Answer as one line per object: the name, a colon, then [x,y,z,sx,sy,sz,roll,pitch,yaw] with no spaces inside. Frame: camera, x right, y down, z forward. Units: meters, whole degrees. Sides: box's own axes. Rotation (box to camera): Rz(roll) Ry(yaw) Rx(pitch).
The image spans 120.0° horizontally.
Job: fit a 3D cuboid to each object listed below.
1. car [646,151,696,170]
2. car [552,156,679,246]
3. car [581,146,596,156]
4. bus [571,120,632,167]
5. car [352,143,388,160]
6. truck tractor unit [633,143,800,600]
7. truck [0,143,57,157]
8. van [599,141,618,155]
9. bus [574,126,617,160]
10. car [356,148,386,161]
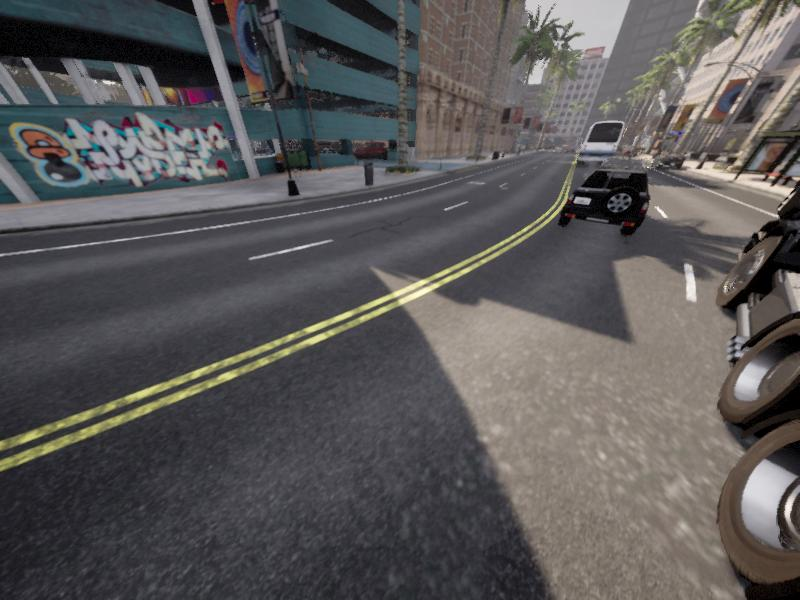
car: [28.962,-15.131,24.919,2.231,1.521,4.892,20,39,27]
car: [6.951,-3.576,7.680,1.932,1.855,4.605,25,41,31]
car: [43.661,-34.582,53.572,2.152,1.651,5.027,21,39,27]
bus: [25.277,-19.997,29.630,3.944,4.253,10.273,20,39,27]
car: [-4.393,-22.703,35.162,2.435,2.045,5.566,20,39,27]
truck tractor unit: [4.894,-0.469,1.047,6.516,4.208,3.053,-26,43,-33]
truck: [-73.341,-29.515,45.360,2.390,2.098,6.274,20,39,27]
van: [47.223,-34.543,52.417,1.988,2.561,5.915,21,39,27]
bus: [33.382,-27.030,39.926,3.944,4.253,10.273,20,39,27]
car: [-4.361,-22.407,35.424,2.007,1.523,4.514,20,39,27]
